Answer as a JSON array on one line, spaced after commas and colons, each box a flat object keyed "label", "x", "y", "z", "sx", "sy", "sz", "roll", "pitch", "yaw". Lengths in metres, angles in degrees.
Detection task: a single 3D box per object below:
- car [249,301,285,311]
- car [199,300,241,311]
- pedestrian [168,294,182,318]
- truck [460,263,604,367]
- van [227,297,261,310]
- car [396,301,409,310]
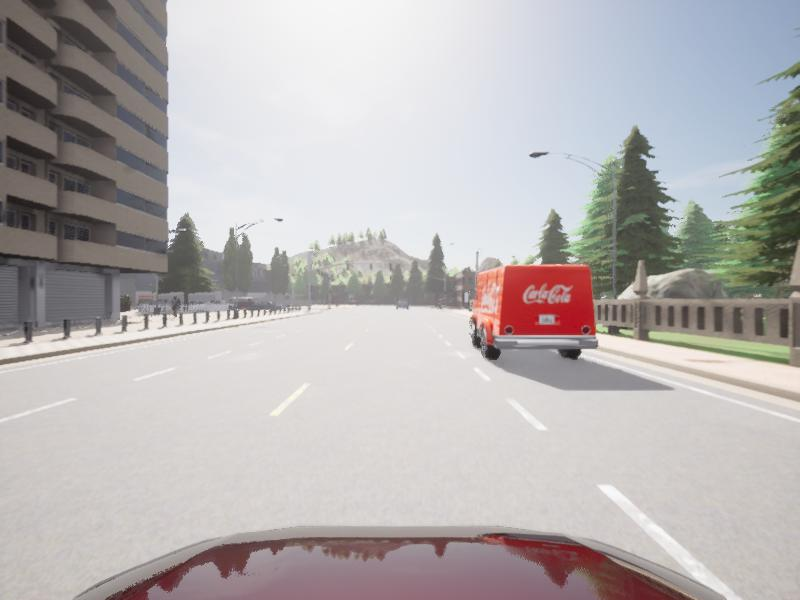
[{"label": "car", "x": -19.334, "y": 0.868, "z": 58.146, "sx": 4.674, "sy": 1.442, "sz": 1.812, "roll": 0, "pitch": 0, "yaw": 2}, {"label": "car", "x": -26.134, "y": 0.778, "z": 58.200, "sx": 5.027, "sy": 1.651, "sz": 2.152, "roll": 0, "pitch": 0, "yaw": 0}, {"label": "pedestrian", "x": -17.897, "y": 0.480, "z": 31.858, "sx": 0.751, "sy": 1.860, "sz": 0.751, "roll": 0, "pitch": 0, "yaw": -8}, {"label": "truck", "x": 3.503, "y": 0.356, "z": 12.026, "sx": 2.627, "sy": 2.467, "sz": 5.204, "roll": 0, "pitch": 0, "yaw": 0}, {"label": "van", "x": -24.070, "y": 0.569, "z": 61.694, "sx": 4.480, "sy": 2.038, "sz": 2.069, "roll": 0, "pitch": 0, "yaw": 0}, {"label": "car", "x": 0.486, "y": 0.918, "z": 69.526, "sx": 2.152, "sy": 1.651, "sz": 5.027, "roll": 0, "pitch": 0, "yaw": 1}]
